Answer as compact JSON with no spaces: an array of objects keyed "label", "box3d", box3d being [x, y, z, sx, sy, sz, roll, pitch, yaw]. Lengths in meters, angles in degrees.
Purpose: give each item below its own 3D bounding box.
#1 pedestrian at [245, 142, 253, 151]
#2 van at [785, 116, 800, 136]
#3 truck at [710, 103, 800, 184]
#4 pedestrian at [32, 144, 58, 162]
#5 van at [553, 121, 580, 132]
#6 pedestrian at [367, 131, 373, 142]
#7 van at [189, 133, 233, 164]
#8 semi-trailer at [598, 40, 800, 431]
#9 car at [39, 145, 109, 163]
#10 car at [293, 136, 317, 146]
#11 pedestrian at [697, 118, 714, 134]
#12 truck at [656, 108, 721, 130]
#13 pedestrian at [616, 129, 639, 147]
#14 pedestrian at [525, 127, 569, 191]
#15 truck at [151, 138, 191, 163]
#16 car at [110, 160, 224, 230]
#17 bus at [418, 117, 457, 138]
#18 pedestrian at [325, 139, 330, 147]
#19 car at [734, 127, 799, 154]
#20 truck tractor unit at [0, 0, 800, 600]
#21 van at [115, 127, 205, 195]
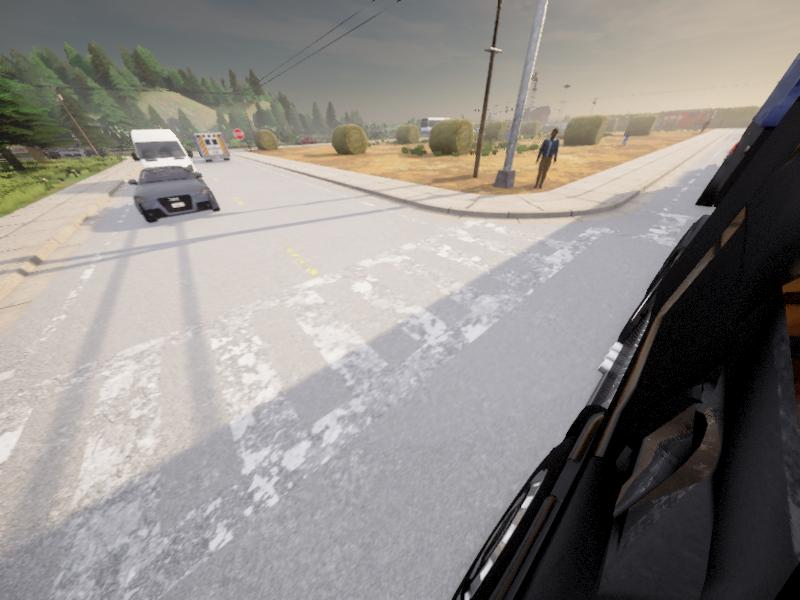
[{"label":"pedestrian","box3d":[-22.560,-22.909,34.576,0.500,1.100,0.500,13,39,19]},{"label":"van","box3d":[50.106,-21.542,28.501,4.442,1.987,1.775,-28,43,-30]},{"label":"truck","box3d":[16.478,-6.863,9.923,5.204,2.467,2.627,-28,44,-30]},{"label":"pedestrian","box3d":[-43.793,-18.129,28.509,0.751,1.860,0.751,11,38,17]},{"label":"van","box3d":[53.498,-55.764,74.321,2.351,2.431,6.366,-26,43,-29]},{"label":"pedestrian","box3d":[-6.189,-33.984,48.038,0.751,1.860,0.751,-26,43,-29]},{"label":"van","box3d":[-20.318,-16.367,24.794,2.351,2.431,6.366,-27,43,-29]},{"label":"semi-trailer","box3d":[8.704,-3.575,4.261,14.254,4.402,2.717,-28,44,-30]},{"label":"car","box3d":[-44.745,-20.301,31.980,5.238,1.638,1.930,-25,42,-27]},{"label":"car","box3d":[-20.248,-34.065,49.493,4.193,1.474,1.816,-25,42,-27]},{"label":"pedestrian","box3d":[45.410,-25.859,34.395,0.751,1.860,0.751,29,46,35]},{"label":"truck","box3d":[68.006,-42.744,54.779,2.891,3.827,8.468,-27,43,-30]},{"label":"pedestrian","box3d":[21.129,-15.052,21.485,0.751,1.300,0.751,-8,37,-7]},{"label":"pedestrian","box3d":[5.223,-5.023,8.263,0.751,1.860,0.751,18,41,25]},{"label":"truck","box3d":[-26.671,-17.588,27.050,2.390,2.098,6.274,-27,43,-29]},{"label":"car","box3d":[-8.086,-3.959,8.258,1.994,1.385,4.181,-27,43,-29]},{"label":"bus","box3d":[10.157,-46.688,62.666,10.273,4.253,3.944,-24,42,-28]},{"label":"pedestrian","box3d":[-11.868,-25.851,37.975,0.500,1.100,0.500,-9,37,-9]},{"label":"car","box3d":[26.951,-11.881,17.134,4.181,1.385,1.994,-28,43,-30]},{"label":"truck tractor unit","box3d":[2.645,-0.295,0.351,6.516,4.208,3.053,-28,44,-30]},{"label":"van","box3d":[-12.812,-7.770,12.676,1.988,2.561,5.915,-27,43,-29]}]
